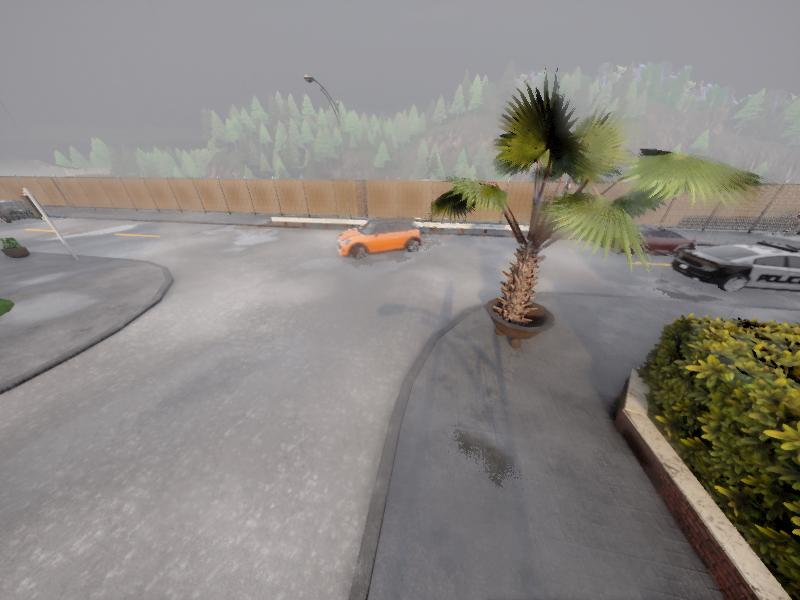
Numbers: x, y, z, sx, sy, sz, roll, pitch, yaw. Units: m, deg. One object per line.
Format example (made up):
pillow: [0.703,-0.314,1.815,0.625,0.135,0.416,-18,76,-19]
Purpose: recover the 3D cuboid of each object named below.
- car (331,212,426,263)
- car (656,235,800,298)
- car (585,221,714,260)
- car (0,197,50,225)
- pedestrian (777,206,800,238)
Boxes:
car: [-1.151,-3.536,12.544,4.553,1.767,2.097,-12,32,-20]
car: [14.011,-1.307,8.834,5.238,1.638,1.930,5,30,9]
car: [13.147,-3.295,12.551,4.181,1.385,1.994,5,30,9]
car: [-33.619,-7.594,19.572,4.553,1.767,2.097,5,30,9]
pedestrian: [25.728,-4.998,14.751,0.751,1.860,0.751,8,31,14]
